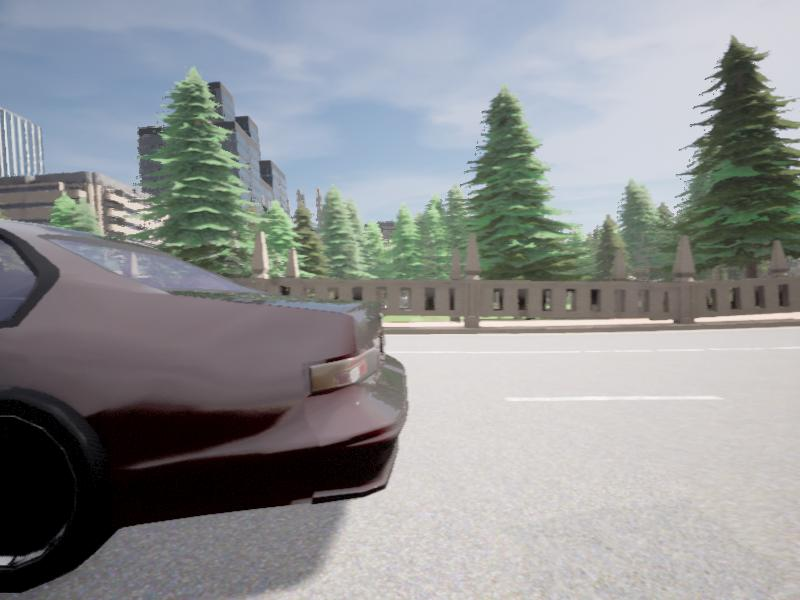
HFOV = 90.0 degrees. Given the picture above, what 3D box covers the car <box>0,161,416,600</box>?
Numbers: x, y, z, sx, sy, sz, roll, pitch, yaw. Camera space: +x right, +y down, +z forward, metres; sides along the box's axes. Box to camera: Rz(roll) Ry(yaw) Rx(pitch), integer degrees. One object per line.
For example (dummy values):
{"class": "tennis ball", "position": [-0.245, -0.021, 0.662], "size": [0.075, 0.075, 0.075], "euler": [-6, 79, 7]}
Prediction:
{"class": "car", "position": [-2.640, 0.276, 2.201], "size": [5.357, 1.411, 2.033], "euler": [1, 0, 0]}
